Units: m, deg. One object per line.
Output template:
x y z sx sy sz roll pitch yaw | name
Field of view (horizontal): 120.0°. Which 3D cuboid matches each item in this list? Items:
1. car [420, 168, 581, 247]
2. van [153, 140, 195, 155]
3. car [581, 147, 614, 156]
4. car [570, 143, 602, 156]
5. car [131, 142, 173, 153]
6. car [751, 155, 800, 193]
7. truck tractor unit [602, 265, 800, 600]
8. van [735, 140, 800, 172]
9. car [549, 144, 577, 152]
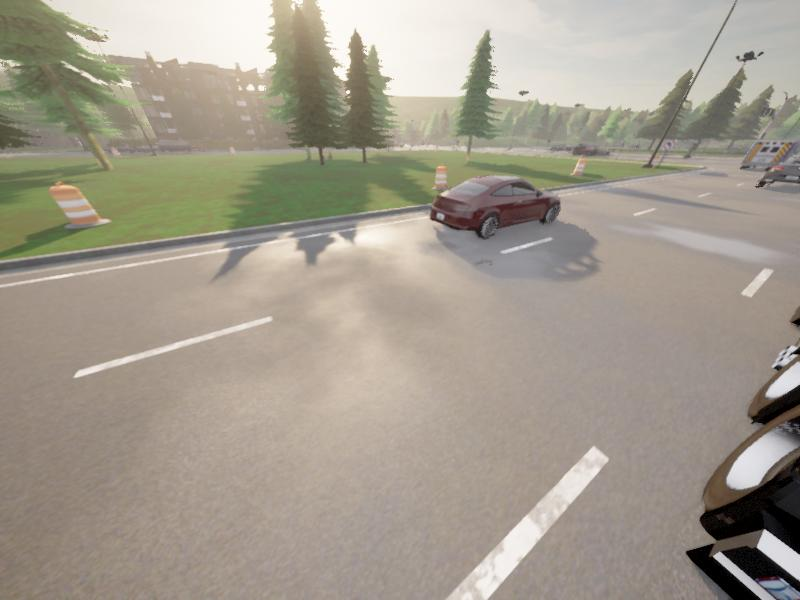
3.112 -3.105 7.251 4.674 1.442 1.812 -18 39 -24 | car
-38.131 -25.895 39.126 4.442 1.987 1.775 -18 39 -24 | van
37.383 -28.232 43.831 1.994 1.385 4.181 -17 39 -24 | car
34.155 -27.663 42.521 1.905 1.878 3.866 -18 39 -24 | car
-45.373 -28.011 42.437 4.611 1.667 2.242 -18 39 -24 | car
24.069 -7.646 13.851 5.027 1.651 2.152 -18 39 -24 | car
5.113 -0.297 0.788 6.516 4.208 3.053 -18 39 -24 | truck tractor unit
37.384 -14.580 23.262 6.366 2.431 2.351 -18 39 -24 | van
40.801 -38.265 58.062 1.930 1.638 5.238 -17 39 -24 | car
